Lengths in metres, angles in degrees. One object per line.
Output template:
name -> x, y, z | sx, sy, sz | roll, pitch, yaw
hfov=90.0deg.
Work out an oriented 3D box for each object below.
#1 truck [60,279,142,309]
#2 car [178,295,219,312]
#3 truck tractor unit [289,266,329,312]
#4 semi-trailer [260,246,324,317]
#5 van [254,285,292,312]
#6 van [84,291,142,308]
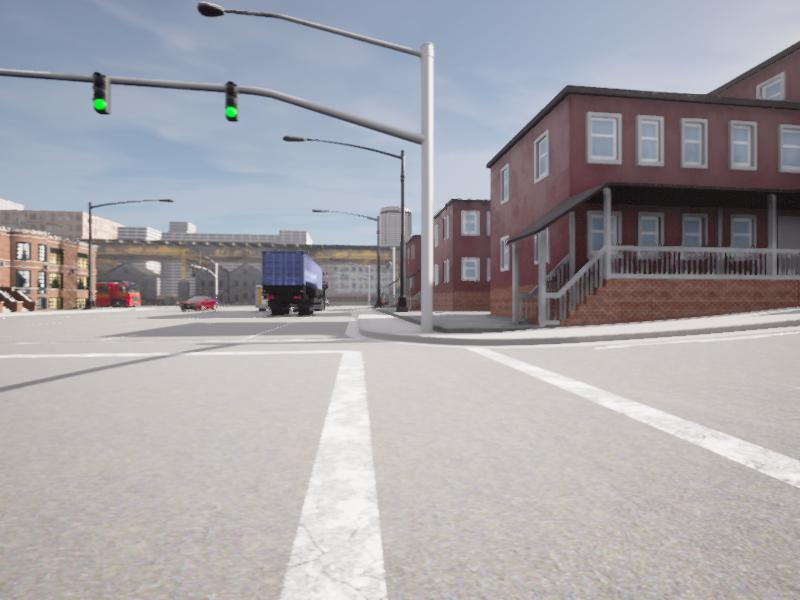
truck -> -39.878, -0.755, 53.552 | 8.468, 3.827, 2.891 | 0, 0, -6
car -> -19.243, 0.338, 38.471 | 1.882, 1.535, 5.008 | 0, 0, -6
truck tractor unit -> -8.891, -0.998, 39.834 | 3.053, 4.208, 6.516 | 0, 0, -6
semi-trailer -> -8.041, -1.127, 31.962 | 2.717, 4.402, 14.254 | 0, 0, -6
van -> -12.371, -0.106, 39.530 | 2.351, 2.431, 6.366 | 0, 0, -6
van -> -40.802, -0.046, 57.028 | 6.366, 2.431, 2.351 | 0, 0, -5
